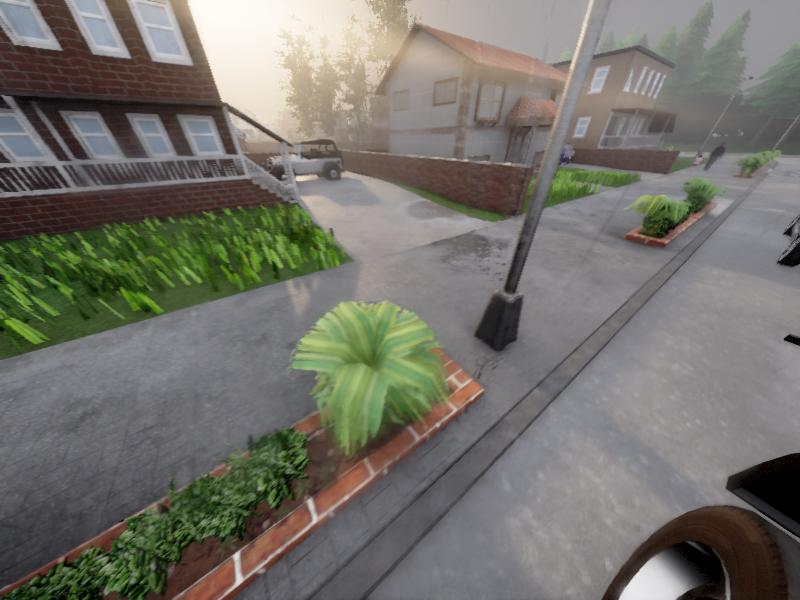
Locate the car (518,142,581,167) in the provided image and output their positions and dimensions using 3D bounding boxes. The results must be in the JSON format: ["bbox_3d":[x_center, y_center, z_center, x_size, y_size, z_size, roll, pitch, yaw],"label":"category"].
[{"bbox_3d":[12.095,-12.009,18.944,1.845,1.501,3.633,-22,41,-28],"label":"car"}]

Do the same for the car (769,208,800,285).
[{"bbox_3d":[9.871,-1.533,4.597,5.238,1.638,1.930,-22,41,-28],"label":"car"}]

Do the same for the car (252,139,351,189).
[{"bbox_3d":[-4.724,-6.896,11.520,3.866,1.878,1.905,-22,41,-28],"label":"car"}]

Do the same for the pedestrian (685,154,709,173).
[{"bbox_3d":[20.759,-9.557,16.160,0.500,1.100,0.500,-21,40,-27],"label":"pedestrian"}]

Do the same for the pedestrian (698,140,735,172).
[{"bbox_3d":[22.257,-10.134,16.308,0.751,1.860,0.751,-30,45,-35],"label":"pedestrian"}]
